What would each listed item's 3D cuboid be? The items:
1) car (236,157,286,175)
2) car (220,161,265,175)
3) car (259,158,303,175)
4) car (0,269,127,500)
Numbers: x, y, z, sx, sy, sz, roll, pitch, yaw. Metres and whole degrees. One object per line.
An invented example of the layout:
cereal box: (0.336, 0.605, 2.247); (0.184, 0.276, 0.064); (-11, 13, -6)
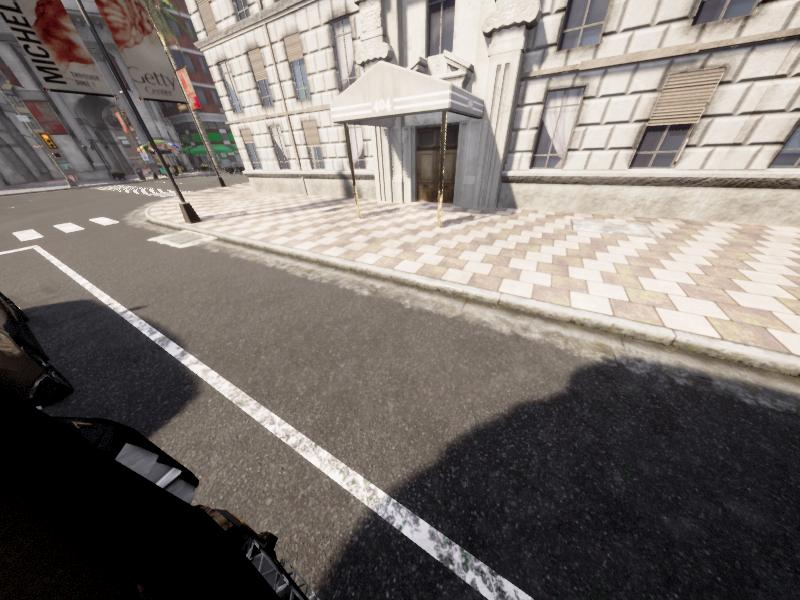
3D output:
car: (-18.481, -18.039, 31.052); (1.930, 1.638, 5.238); (16, 38, 26)
car: (-21.807, -18.457, 32.250); (1.895, 1.301, 4.718); (16, 38, 27)
car: (-15.244, -17.331, 29.914); (1.812, 1.442, 4.674); (16, 38, 26)
car: (-5.465, 0.514, 2.228); (4.902, 1.511, 2.128); (15, 38, 25)
